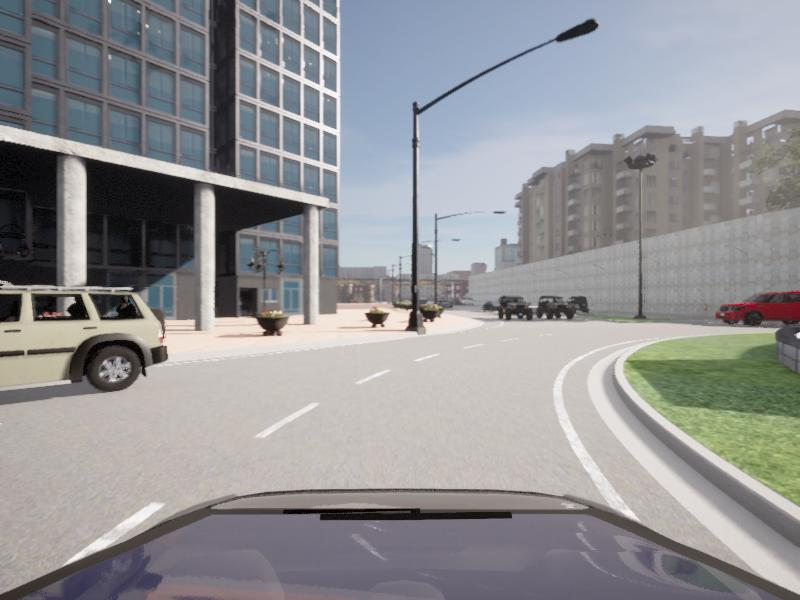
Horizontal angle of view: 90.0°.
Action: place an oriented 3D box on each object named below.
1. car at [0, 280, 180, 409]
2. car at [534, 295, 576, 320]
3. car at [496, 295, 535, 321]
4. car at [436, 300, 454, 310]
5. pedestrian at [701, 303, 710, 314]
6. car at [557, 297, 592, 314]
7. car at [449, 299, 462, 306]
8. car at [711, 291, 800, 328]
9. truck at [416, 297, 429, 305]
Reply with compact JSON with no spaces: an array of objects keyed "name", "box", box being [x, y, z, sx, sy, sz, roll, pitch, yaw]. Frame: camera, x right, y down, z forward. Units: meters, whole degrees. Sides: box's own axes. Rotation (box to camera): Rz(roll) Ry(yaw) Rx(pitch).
[{"name":"car","box":[-6.387,0.632,6.487,4.605,1.855,1.932,0,0,-44]},{"name":"car","box":[12.412,0.586,32.295,1.905,1.878,3.866,0,0,1]},{"name":"car","box":[8.898,0.585,31.135,1.905,1.878,3.866,0,0,1]},{"name":"car","box":[6.960,0.717,61.860,1.837,1.490,4.892,0,0,-5]},{"name":"pedestrian","box":[29.110,0.806,38.088,0.500,1.100,0.500,0,0,-7]},{"name":"car","box":[19.299,0.565,44.457,1.905,1.878,3.866,0,0,-7]},{"name":"car","box":[13.910,0.619,100.754,2.242,1.667,4.611,0,0,-5]},{"name":"car","box":[22.100,0.534,23.650,5.566,2.045,2.150,0,0,8]},{"name":"truck","box":[5.706,0.323,103.697,2.390,2.098,6.274,0,0,-5]}]
